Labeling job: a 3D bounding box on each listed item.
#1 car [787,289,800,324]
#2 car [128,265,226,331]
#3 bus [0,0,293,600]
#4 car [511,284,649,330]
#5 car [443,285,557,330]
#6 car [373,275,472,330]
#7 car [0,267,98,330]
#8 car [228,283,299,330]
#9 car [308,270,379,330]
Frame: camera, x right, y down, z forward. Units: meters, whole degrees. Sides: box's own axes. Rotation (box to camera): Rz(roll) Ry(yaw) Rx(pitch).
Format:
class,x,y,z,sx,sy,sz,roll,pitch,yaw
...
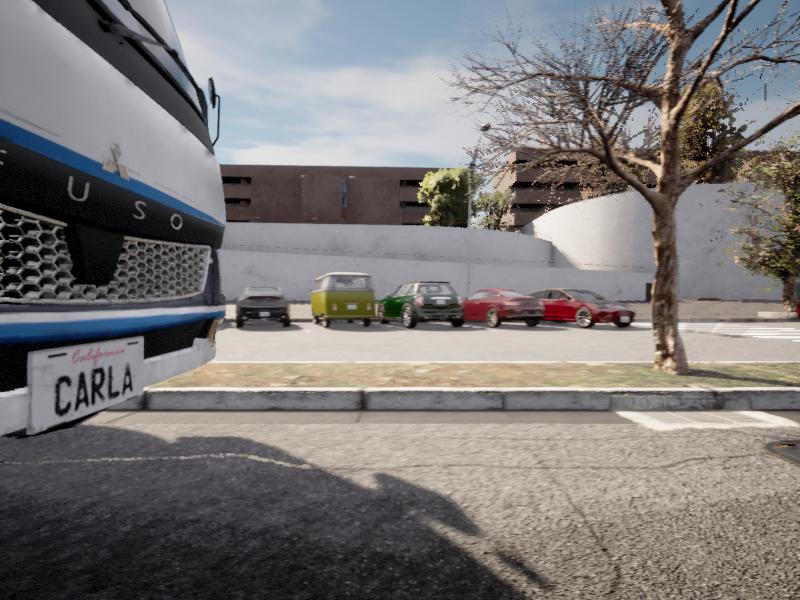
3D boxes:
class,x,y,z,sx,sy,sz,roll,pitch,yaw
car,18.658,0.260,15.516,2.163,1.488,4.792,1,-1,-20
car,-8.282,-0.011,15.539,2.435,2.045,5.566,1,-1,-20
bus,-6.152,-1.132,1.822,10.273,4.253,3.944,0,0,0
car,6.652,0.264,15.524,2.163,1.488,4.792,1,-1,-20
car,3.634,0.276,15.547,2.002,1.452,4.674,0,-1,-20
car,0.661,0.111,15.526,2.185,1.767,4.553,0,-1,-20
car,-14.278,-0.010,15.594,2.435,2.045,5.566,0,-1,-20
car,-5.313,0.240,15.552,2.231,1.521,4.892,0,-1,-20
car,-2.374,0.014,15.668,1.878,1.987,4.442,0,-1,-20
